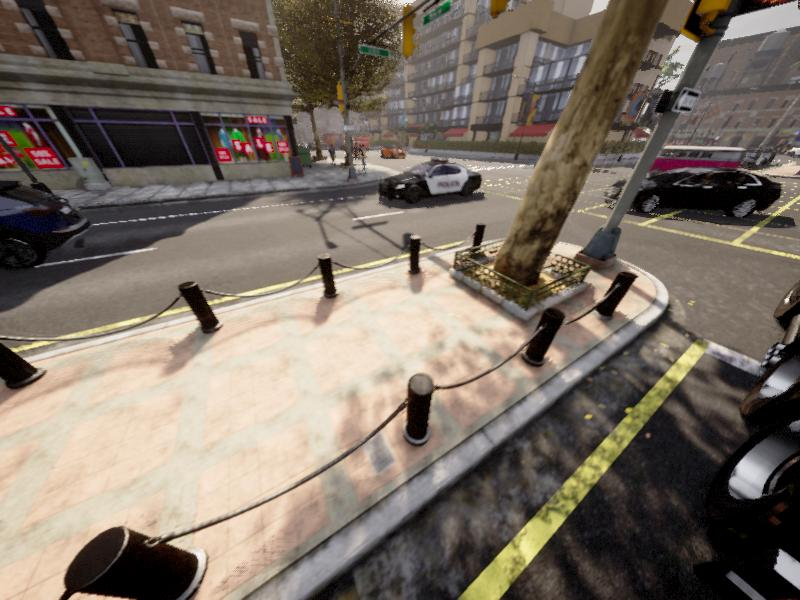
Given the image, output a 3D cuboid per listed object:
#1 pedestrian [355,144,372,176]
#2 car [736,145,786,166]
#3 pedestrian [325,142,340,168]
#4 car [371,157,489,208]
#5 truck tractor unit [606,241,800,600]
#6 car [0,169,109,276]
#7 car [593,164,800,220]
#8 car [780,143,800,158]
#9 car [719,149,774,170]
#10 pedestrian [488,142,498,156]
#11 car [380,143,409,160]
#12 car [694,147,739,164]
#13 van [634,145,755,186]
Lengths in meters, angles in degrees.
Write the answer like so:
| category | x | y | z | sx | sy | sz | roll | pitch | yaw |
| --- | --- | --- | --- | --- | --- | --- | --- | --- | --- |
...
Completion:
| category | x | y | z | sx | sy | sz | roll | pitch | yaw |
| --- | --- | --- | --- | --- | --- | --- | --- | --- | --- |
| pedestrian | -2.479 | -9.572 | 15.798 | 0.751 | 1.860 | 0.751 | -16 | 38 | -22 |
| car | 41.380 | -16.589 | 26.502 | 4.605 | 1.855 | 1.932 | -18 | 39 | -25 |
| pedestrian | -5.912 | -12.735 | 20.318 | 0.751 | 1.860 | 0.751 | -20 | 39 | -26 |
| car | 1.424 | -5.575 | 10.686 | 4.974 | 1.542 | 2.038 | -18 | 39 | -25 |
| truck tractor unit | 5.073 | -0.335 | 0.842 | 6.516 | 4.208 | 3.053 | -20 | 39 | -26 |
| car | -9.512 | -1.202 | 4.231 | 4.856 | 1.649 | 2.033 | -27 | 43 | -33 |
| car | 10.866 | -4.195 | 8.802 | 4.892 | 1.490 | 1.837 | 7 | 34 | 9 |
| car | 67.235 | -24.175 | 37.456 | 2.150 | 2.045 | 5.566 | 3 | 35 | 4 |
| car | 35.981 | -14.666 | 24.003 | 4.974 | 1.542 | 2.038 | -18 | 39 | -25 |
| pedestrian | 15.044 | -24.444 | 37.300 | 0.751 | 1.860 | 0.751 | -18 | 39 | -25 |
| car | -0.910 | -21.245 | 32.950 | 2.097 | 1.767 | 4.553 | -18 | 39 | -25 |
| car | 40.148 | -18.400 | 29.303 | 5.238 | 1.638 | 1.930 | -18 | 39 | -25 |
| van | 19.612 | -9.285 | 15.750 | 1.775 | 1.987 | 4.442 | -18 | 39 | -25 |
